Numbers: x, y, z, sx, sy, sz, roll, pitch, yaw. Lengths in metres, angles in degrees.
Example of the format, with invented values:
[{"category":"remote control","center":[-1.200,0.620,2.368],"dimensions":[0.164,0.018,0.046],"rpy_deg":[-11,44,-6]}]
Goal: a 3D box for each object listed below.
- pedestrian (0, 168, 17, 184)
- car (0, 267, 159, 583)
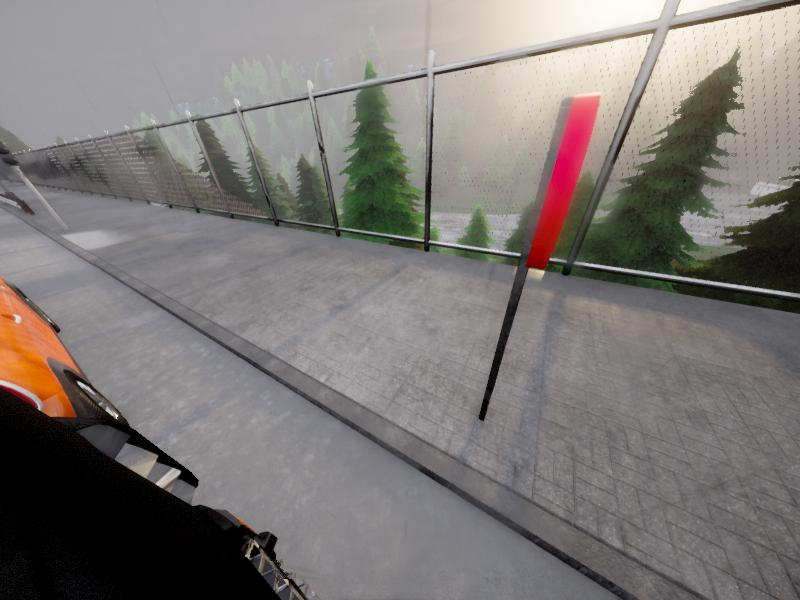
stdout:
[{"category":"pedestrian","center":[-53.675,-16.821,31.441],"dimensions":[0.751,1.860,0.751],"rpy_deg":[16,38,27]},{"category":"car","center":[-4.632,0.596,1.775],"dimensions":[4.553,1.767,2.097],"rpy_deg":[16,38,26]}]
